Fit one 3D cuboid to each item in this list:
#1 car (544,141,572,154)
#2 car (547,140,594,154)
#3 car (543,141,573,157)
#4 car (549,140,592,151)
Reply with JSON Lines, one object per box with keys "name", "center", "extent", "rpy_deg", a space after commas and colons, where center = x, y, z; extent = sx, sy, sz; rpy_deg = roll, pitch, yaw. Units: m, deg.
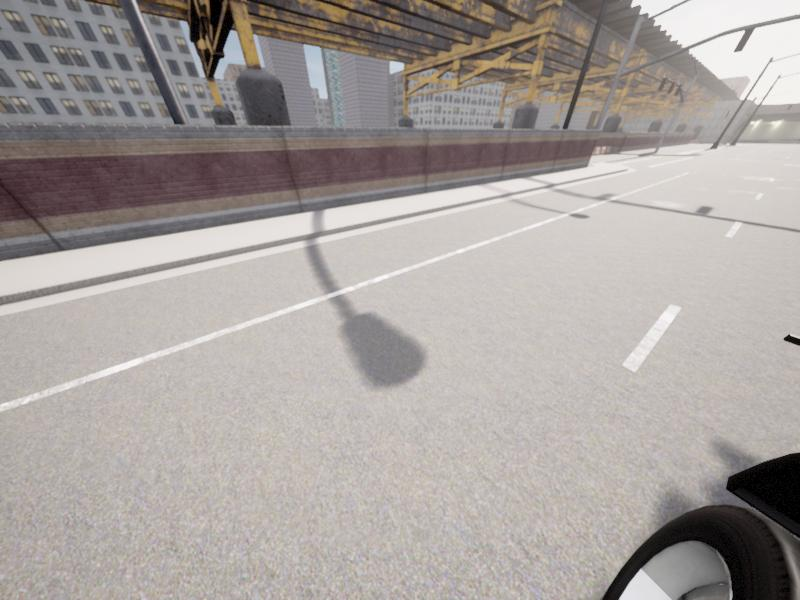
{"name": "car", "center": [20.226, -19.705, 29.753], "extent": [1.853, 1.218, 4.536], "rpy_deg": [11, 37, 15]}
{"name": "car", "center": [24.155, -21.728, 32.823], "extent": [4.974, 1.542, 2.038], "rpy_deg": [-4, 35, -5]}
{"name": "car", "center": [20.211, -19.548, 29.804], "extent": [2.038, 1.542, 4.974], "rpy_deg": [11, 37, 15]}
{"name": "car", "center": [24.102, -21.853, 32.728], "extent": [4.536, 1.218, 1.853], "rpy_deg": [-4, 35, -5]}
